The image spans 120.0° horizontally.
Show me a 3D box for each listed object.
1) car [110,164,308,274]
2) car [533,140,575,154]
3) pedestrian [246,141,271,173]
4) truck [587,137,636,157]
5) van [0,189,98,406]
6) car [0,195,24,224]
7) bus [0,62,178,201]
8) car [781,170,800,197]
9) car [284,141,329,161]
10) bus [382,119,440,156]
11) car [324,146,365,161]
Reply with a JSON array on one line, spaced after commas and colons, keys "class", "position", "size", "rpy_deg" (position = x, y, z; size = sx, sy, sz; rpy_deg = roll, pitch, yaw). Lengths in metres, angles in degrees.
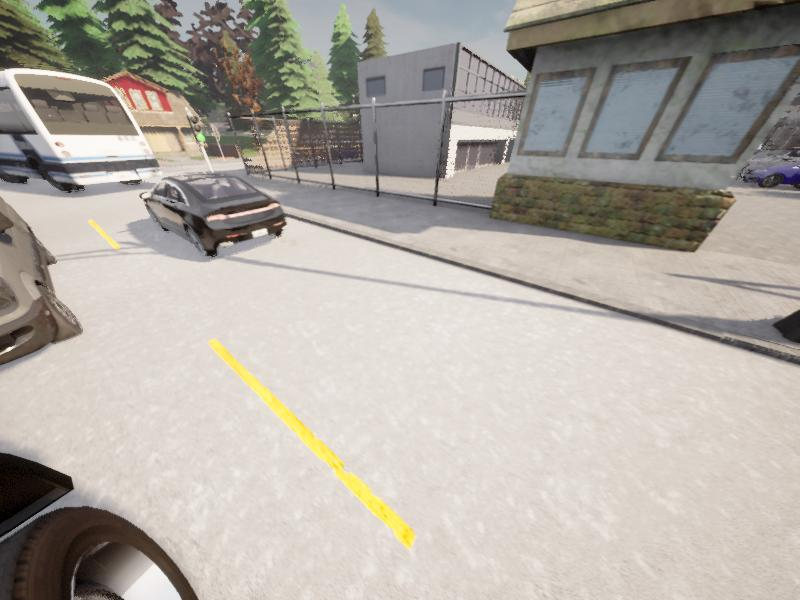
[{"class": "car", "position": [-5.013, -2.458, 6.050], "size": [4.902, 1.511, 2.128], "rpy_deg": [23, 41, 28]}, {"class": "car", "position": [27.206, -27.186, 40.977], "size": [5.566, 2.045, 2.150], "rpy_deg": [23, 41, 28]}, {"class": "pedestrian", "position": [-9.951, -10.116, 16.339], "size": [0.751, 1.860, 0.751], "rpy_deg": [22, 41, 28]}, {"class": "truck", "position": [33.685, -24.659, 37.078], "size": [5.204, 2.467, 2.627], "rpy_deg": [22, 41, 28]}, {"class": "van", "position": [-6.643, -0.832, 2.840], "size": [5.915, 2.561, 1.988], "rpy_deg": [23, 40, 29]}, {"class": "car", "position": [-14.163, -3.301, 7.133], "size": [3.705, 1.549, 1.789], "rpy_deg": [19, 39, 25]}, {"class": "bus", "position": [-17.587, -8.055, 11.507], "size": [10.273, 4.253, 3.944], "rpy_deg": [14, 37, 18]}, {"class": "car", "position": [20.494, -4.952, 9.679], "size": [4.193, 1.474, 1.816], "rpy_deg": [23, 41, 28]}, {"class": "car", "position": [-11.195, -18.210, 28.043], "size": [1.932, 1.855, 4.605], "rpy_deg": [22, 40, 27]}, {"class": "bus", "position": [1.946, -25.743, 36.788], "size": [3.944, 4.253, 10.273], "rpy_deg": [23, 40, 28]}, {"class": "car", "position": [-6.538, -17.675, 27.830], "size": [1.895, 1.301, 4.718], "rpy_deg": [23, 41, 29]}]
